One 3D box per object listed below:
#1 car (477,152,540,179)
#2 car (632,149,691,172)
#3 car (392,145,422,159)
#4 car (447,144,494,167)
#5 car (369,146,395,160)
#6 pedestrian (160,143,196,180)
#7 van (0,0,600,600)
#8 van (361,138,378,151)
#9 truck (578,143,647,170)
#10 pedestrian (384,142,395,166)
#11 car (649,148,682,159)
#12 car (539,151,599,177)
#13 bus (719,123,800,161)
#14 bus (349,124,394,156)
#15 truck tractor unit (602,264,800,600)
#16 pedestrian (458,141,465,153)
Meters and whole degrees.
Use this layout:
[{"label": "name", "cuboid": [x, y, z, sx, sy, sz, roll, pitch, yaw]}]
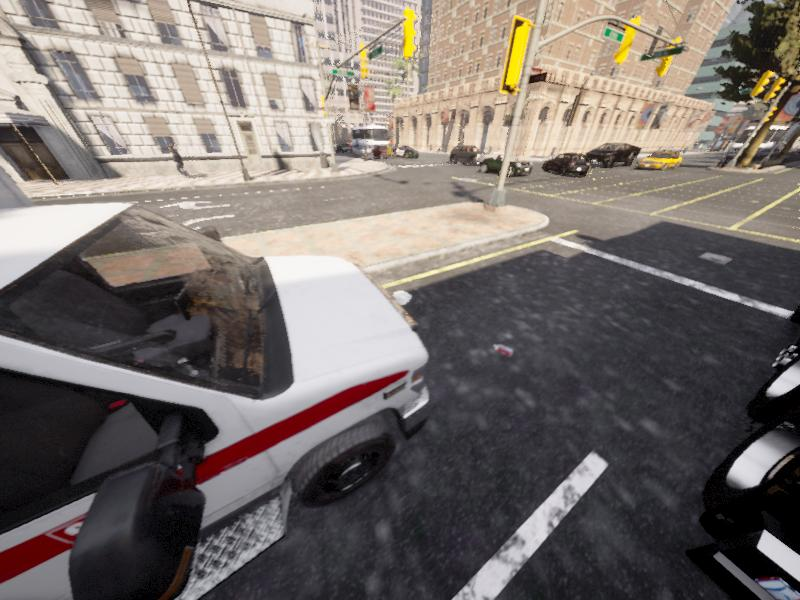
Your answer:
[{"label": "car", "cuboid": [8.276, -10.556, 17.942, 1.970, 1.475, 3.806, -18, 39, -24]}, {"label": "car", "cuboid": [24.593, -13.149, 21.708, 5.366, 1.575, 1.801, -18, 39, -24]}, {"label": "car", "cuboid": [0.966, -21.687, 33.828, 2.038, 1.542, 4.974, -18, 39, -25]}, {"label": "car", "cuboid": [7.380, -15.550, 24.759, 1.932, 1.855, 4.605, -18, 39, -25]}, {"label": "car", "cuboid": [-2.592, -21.187, 33.156, 1.812, 1.442, 4.674, -18, 39, -25]}, {"label": "pedestrian", "cuboid": [-13.298, -8.320, 13.909, 0.751, 1.860, 0.751, -16, 38, -22]}, {"label": "van", "cuboid": [-2.851, 0.740, 0.788, 6.366, 2.431, 2.351, -18, 39, -24]}, {"label": "van", "cuboid": [-7.567, -38.592, 57.164, 1.988, 2.561, 5.915, -18, 39, -24]}, {"label": "truck", "cuboid": [21.540, -14.675, 23.424, 6.274, 2.098, 2.390, -18, 39, -24]}, {"label": "pedestrian", "cuboid": [-0.993, -13.932, 22.076, 0.751, 1.860, 0.751, -21, 40, -27]}, {"label": "car", "cuboid": [41.992, -23.171, 36.493, 4.718, 1.301, 1.895, -18, 39, -25]}, {"label": "car", "cuboid": [13.390, -11.043, 18.686, 1.816, 1.474, 4.193, 2, 35, 2]}, {"label": "bus", "cuboid": [54.670, -23.985, 35.187, 10.273, 4.253, 3.944, -18, 39, -24]}, {"label": "bus", "cuboid": [-5.405, -29.230, 42.228, 3.944, 4.253, 10.273, -18, 39, -24]}, {"label": "truck tractor unit", "cuboid": [5.108, -0.305, 0.778, 6.516, 4.208, 3.053, -18, 39, -24]}, {"label": "pedestrian", "cuboid": [11.493, -28.714, 43.412, 0.751, 1.860, 0.751, -18, 39, -25]}]
